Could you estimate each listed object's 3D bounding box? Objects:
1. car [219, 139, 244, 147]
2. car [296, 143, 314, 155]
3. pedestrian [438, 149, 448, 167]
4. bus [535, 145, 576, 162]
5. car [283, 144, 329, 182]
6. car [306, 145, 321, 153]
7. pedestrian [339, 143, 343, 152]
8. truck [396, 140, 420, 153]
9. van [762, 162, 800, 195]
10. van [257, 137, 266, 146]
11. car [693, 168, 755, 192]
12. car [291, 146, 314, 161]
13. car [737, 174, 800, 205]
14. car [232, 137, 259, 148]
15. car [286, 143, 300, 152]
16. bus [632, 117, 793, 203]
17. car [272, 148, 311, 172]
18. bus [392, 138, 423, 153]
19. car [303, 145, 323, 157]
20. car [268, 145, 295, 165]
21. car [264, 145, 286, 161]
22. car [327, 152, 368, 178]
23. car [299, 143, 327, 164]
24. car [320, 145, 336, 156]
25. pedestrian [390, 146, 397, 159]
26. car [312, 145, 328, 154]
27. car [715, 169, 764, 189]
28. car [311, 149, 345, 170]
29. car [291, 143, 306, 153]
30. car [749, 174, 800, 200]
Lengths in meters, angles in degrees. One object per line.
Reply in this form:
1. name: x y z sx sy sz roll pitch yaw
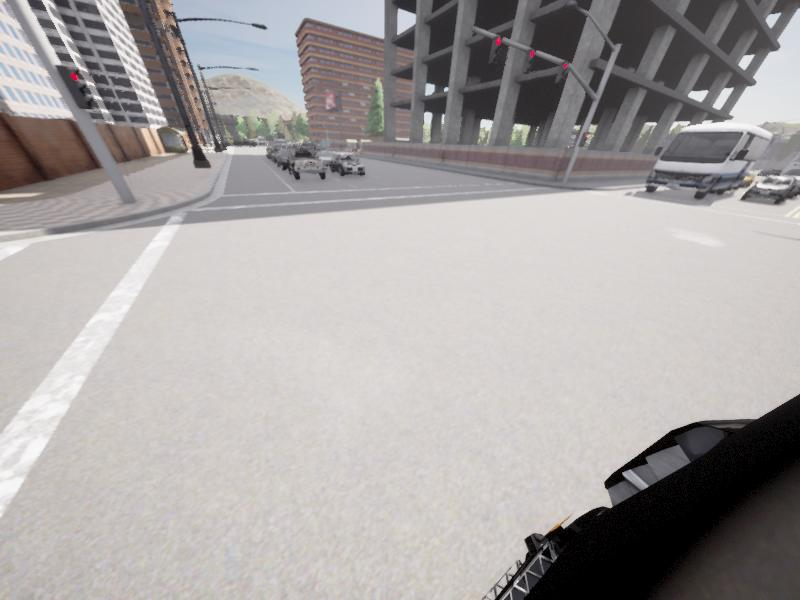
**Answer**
1. car: -46.193 -43.211 63.509 5.366 1.575 1.801 -16 38 -26
2. car: -18.380 -29.140 44.553 2.033 1.649 4.856 -16 38 -26
3. pedestrian: 5.410 -17.923 29.106 0.751 1.860 0.751 -14 37 -23
4. bus: 52.028 -49.436 77.781 3.944 4.253 10.273 -16 38 -26
5. car: -6.595 -9.553 15.984 1.932 1.855 4.605 -15 38 -24
6. car: -19.671 -34.221 52.340 1.895 1.301 4.718 -16 38 -26
7. pedestrian: -14.890 -38.513 58.289 0.751 1.860 0.751 -13 37 -22
8. truck: 3.029 -58.275 87.712 8.468 3.827 2.891 -16 38 -26
9. van: 37.879 -11.575 21.916 6.366 2.431 2.351 -16 38 -26
10. van: -50.889 -58.442 84.956 1.988 2.561 5.915 -16 38 -26
11. car: 30.455 -11.367 21.717 4.611 1.667 2.242 -16 38 -26
12. car: -13.288 -20.019 31.444 1.837 1.490 4.892 -16 38 -26
13. car: 25.759 -7.701 15.989 3.705 1.549 1.789 -16 38 -26
14. car: -41.575 -42.489 62.339 5.566 2.045 2.150 -16 38 -26
15. car: -25.027 -35.773 54.103 2.007 1.525 4.514 -16 38 -26
16. bus: 22.924 -10.161 17.017 10.273 4.253 3.944 -16 38 -26
17. car: -9.688 -12.458 20.442 2.163 1.488 4.792 -16 38 -26
18. bus: 2.692 -56.184 84.179 10.273 4.253 3.944 -16 38 -26
19. car: -15.033 -25.711 39.794 2.128 1.511 4.902 -16 38 -26
20. car: -12.888 -15.738 24.980 1.851 1.617 3.988 -16 38 -26
21. car: -15.951 -18.777 29.404 1.816 1.474 4.193 -16 38 -26
22. car: -4.261 -10.913 18.555 1.970 1.475 3.806 -16 38 -26
23. car: -10.111 -16.985 26.800 1.905 1.878 3.866 -16 38 -26
24. car: -13.742 -28.350 43.795 1.789 1.549 3.705 -16 38 -26
25. pedestrian: -1.112 -24.847 38.939 0.751 1.860 0.751 -14 37 -24
26. car: -16.609 -31.210 47.915 1.970 1.475 3.806 -16 38 -26
27. car: 36.561 -13.101 24.855 5.366 1.575 1.801 -16 38 -26
28. car: -7.107 -13.757 22.612 1.812 1.442 4.674 -16 38 -26
29. car: -21.794 -32.541 49.461 2.007 1.525 4.514 -16 38 -26
30. car: 31.303 -9.291 18.826 4.902 1.511 2.128 -16 38 -26
